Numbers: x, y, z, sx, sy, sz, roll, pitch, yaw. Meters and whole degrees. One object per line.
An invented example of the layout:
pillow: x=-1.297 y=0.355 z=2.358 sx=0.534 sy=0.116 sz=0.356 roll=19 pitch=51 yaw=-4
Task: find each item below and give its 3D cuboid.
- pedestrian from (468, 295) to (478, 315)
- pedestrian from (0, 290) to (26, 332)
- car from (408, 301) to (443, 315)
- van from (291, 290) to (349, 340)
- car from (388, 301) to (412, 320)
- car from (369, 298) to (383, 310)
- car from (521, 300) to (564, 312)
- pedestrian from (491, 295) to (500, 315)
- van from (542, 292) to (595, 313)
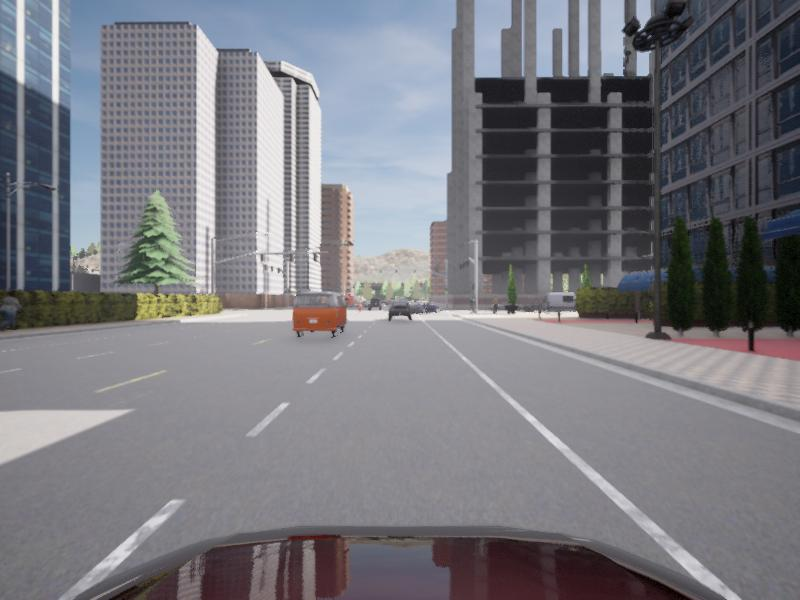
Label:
pedestrian: x=6.711 y=0.476 z=36.943 sx=0.751 sy=1.860 sz=0.751 roll=0 pitch=0 yaw=-3
pedestrian: x=-17.383 y=0.481 z=17.817 sx=0.751 sy=1.860 sz=0.751 roll=0 pitch=0 yaw=3
car: x=2.870 y=0.842 z=44.933 sx=1.970 sy=1.475 sz=3.806 roll=0 pitch=0 yaw=41
van: x=-3.485 y=0.594 z=18.197 sx=1.775 sy=1.987 sz=4.442 roll=0 pitch=0 yaw=0
car: x=-0.002 y=0.834 z=32.678 sx=1.837 sy=1.490 sz=4.892 roll=0 pitch=-1 yaw=0
car: x=-3.694 y=0.628 z=61.135 sx=1.905 sy=1.878 sz=3.866 roll=0 pitch=-1 yaw=0
car: x=19.245 y=0.767 z=54.201 sx=5.027 sy=1.651 sz=2.152 roll=0 pitch=0 yaw=0
pedestrian: x=9.343 y=0.475 z=39.103 sx=0.751 sy=1.860 sz=0.751 roll=0 pitch=0 yaw=0
van: x=21.255 y=0.310 z=50.689 sx=5.915 sy=2.561 sz=1.988 roll=0 pitch=0 yaw=0
